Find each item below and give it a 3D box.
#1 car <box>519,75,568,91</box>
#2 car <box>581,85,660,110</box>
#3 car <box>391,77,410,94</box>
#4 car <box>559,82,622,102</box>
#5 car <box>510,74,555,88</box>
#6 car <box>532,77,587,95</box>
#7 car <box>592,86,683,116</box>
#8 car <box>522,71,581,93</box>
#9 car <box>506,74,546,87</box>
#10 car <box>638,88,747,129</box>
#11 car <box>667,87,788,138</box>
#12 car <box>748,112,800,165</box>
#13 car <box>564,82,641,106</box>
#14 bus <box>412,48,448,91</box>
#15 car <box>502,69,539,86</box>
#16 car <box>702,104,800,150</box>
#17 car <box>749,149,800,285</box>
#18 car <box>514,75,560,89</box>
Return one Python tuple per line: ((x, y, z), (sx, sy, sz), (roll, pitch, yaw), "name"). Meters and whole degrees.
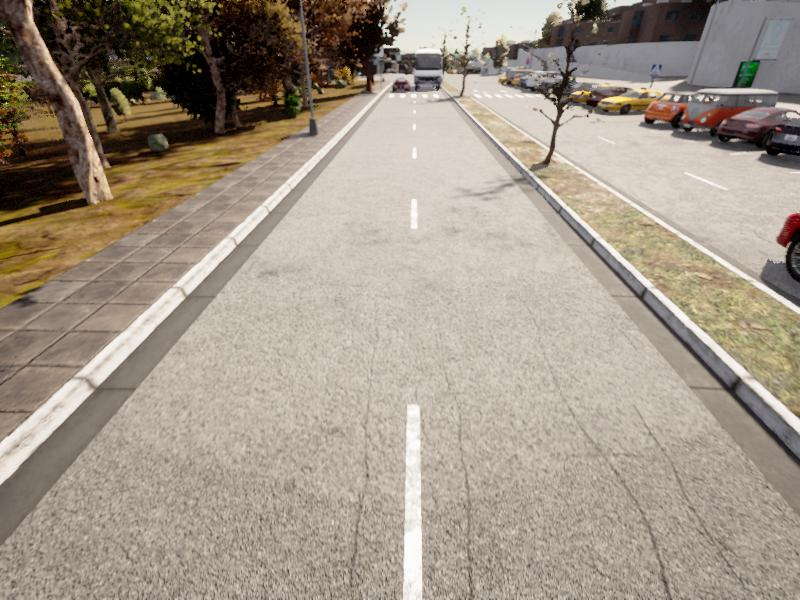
((17.177, -25.993, 47.904), (5.008, 1.535, 2.097), (-9, 32, -16), "car")
((16.525, -15.226, 30.050), (4.792, 1.488, 2.163), (-9, 32, -16), "car")
((0.146, -23.986, 44.688), (1.994, 1.385, 4.181), (1, 31, 2), "car")
((16.686, -18.294, 35.149), (4.674, 1.452, 2.002), (-9, 32, -16), "car")
((17.539, -29.079, 53.078), (5.366, 1.575, 1.946), (-9, 32, -16), "car")
((16.988, -22.930, 42.788), (4.892, 1.521, 2.231), (-9, 33, -16), "car")
((16.226, -13.676, 27.418), (5.366, 1.575, 1.946), (-9, 33, -16), "car")
((17.105, -24.688, 45.231), (5.566, 2.045, 2.435), (-9, 32, -16), "car")
((17.486, -30.554, 55.614), (4.792, 1.488, 2.163), (-9, 32, -16), "car")
((16.182, -10.725, 22.295), (4.553, 1.767, 2.185), (-9, 32, -16), "car")
((16.007, -9.254, 19.652), (4.442, 1.987, 1.878), (-9, 33, -16), "car")
((15.948, -6.002, 14.716), (4.792, 1.488, 2.163), (-9, 32, -16), "car")
((16.419, -16.762, 32.521), (5.366, 1.575, 1.946), (-9, 33, -16), "car")
((3.472, -28.519, 49.462), (3.944, 4.253, 10.273), (1, 31, 2), "bus")
((17.448, -32.273, 57.999), (4.442, 1.987, 1.878), (-9, 32, -16), "car")
((16.012, -7.519, 17.271), (4.674, 1.452, 2.002), (-9, 32, -16), "car")
((7.461, -0.285, 4.459), (2.150, 2.045, 5.566), (1, 30, 1), "car")
((17.261, -27.521, 50.467), (4.892, 1.521, 2.231), (-9, 32, -16), "car")
